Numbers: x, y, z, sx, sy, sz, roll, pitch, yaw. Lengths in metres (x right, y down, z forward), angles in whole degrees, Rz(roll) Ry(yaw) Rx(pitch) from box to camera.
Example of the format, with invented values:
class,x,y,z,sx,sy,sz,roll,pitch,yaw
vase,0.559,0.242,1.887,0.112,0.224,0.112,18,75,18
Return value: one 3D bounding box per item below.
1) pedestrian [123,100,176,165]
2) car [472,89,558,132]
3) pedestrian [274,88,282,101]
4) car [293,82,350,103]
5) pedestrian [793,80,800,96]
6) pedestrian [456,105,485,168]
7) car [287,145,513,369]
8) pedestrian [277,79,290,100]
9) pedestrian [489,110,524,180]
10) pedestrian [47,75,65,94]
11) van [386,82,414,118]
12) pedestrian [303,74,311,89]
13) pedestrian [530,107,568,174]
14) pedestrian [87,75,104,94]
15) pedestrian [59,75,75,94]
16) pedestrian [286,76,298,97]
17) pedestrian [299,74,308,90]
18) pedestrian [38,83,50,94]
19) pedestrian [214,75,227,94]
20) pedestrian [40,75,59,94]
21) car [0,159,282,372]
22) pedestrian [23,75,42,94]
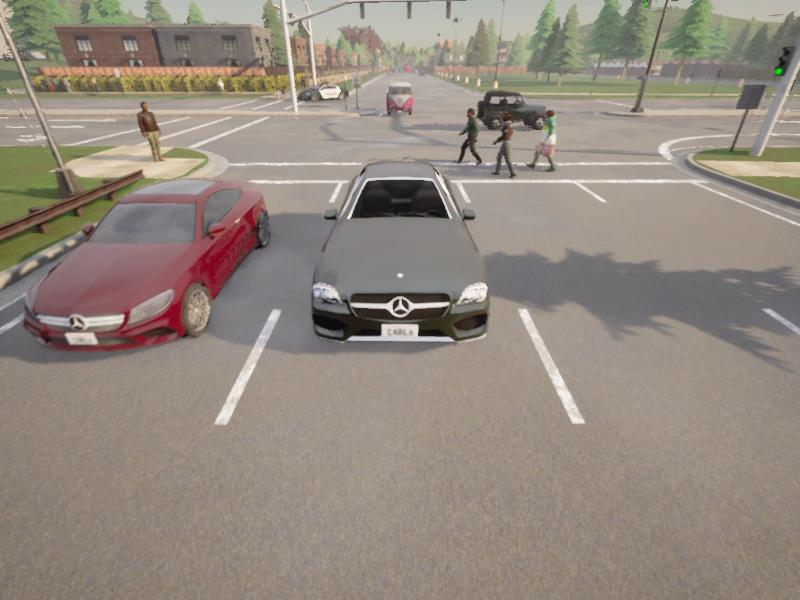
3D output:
class,x,y,z,sx,sy,sz,roll,pitch,yaw
pedestrian,-8.235,-5.538,13.222,0.751,1.860,0.751,19,35,29
car,6.032,-10.150,21.400,3.866,1.878,1.905,0,30,1
pedestrian,-11.896,-20.009,38.934,0.500,1.100,0.500,0,30,0
car,-7.514,-20.132,38.765,4.974,1.542,2.038,-25,39,-36
pedestrian,43.741,-23.188,43.299,0.751,1.860,0.751,2,30,4
pedestrian,2.340,-5.485,13.432,0.751,1.860,0.751,4,31,7
car,-0.001,-1.181,6.383,2.152,1.651,5.027,0,30,0
pedestrian,-11.552,-20.896,39.693,0.751,1.860,0.751,10,32,17
pedestrian,3.161,-4.641,11.995,0.751,1.860,0.751,7,31,11
pedestrian,-38.967,-24.400,45.363,0.751,1.860,0.751,-4,31,-7
van,-0.015,-13.957,27.794,1.775,1.987,4.442,0,30,0
pedestrian,-12.766,-30.106,55.087,0.751,1.860,0.751,-2,30,-3
pedestrian,4.697,-5.054,12.698,0.751,1.860,0.751,6,31,11
pedestrian,-34.468,-24.356,45.289,0.751,1.860,0.751,0,30,0
pedestrian,-37.660,-24.331,45.246,0.751,1.860,0.751,-12,33,-20
pedestrian,-11.217,-22.210,41.572,0.751,1.860,0.751,0,30,0
pedestrian,-13.079,-29.611,54.243,0.751,1.860,0.751,6,31,11
pedestrian,-40.365,-23.972,45.385,0.500,1.100,0.500,0,30,1
pedestrian,-20.305,-24.350,45.278,0.751,1.860,0.751,0,30,1
pedestrian,-39.460,-24.249,45.105,0.751,1.860,0.751,1,30,1
car,-3.443,-0.977,6.208,1.812,1.442,4.674,0,30,0
pedestrian,-41.466,-24.309,45.209,0.751,1.860,0.751,13,33,22
